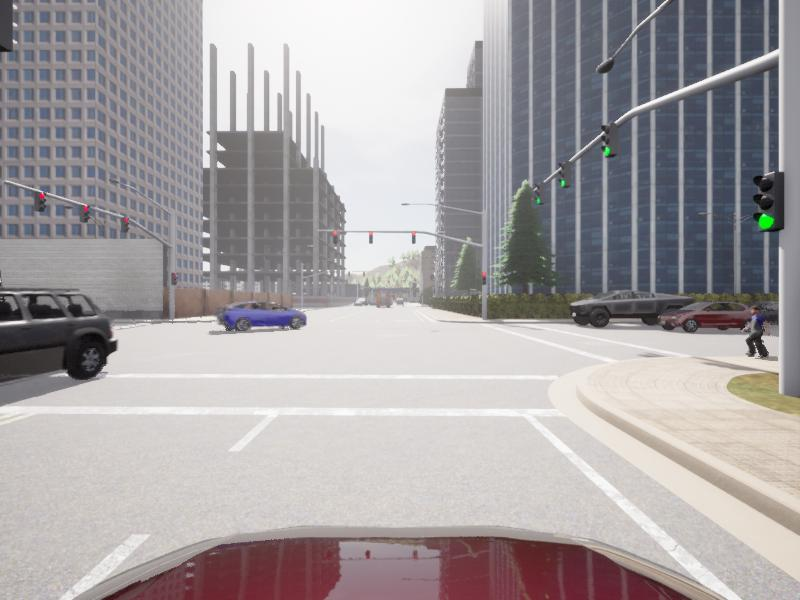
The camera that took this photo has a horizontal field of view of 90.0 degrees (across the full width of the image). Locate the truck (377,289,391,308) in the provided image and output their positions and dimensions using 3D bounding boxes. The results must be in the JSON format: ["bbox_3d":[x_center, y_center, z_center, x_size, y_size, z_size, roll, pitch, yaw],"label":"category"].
[{"bbox_3d":[-3.480,-0.330,88.693,2.891,3.827,8.468,0,0,0],"label":"truck"}]

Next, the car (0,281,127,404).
[{"bbox_3d":[-6.996,0.639,6.527,1.932,1.855,4.605,0,1,0],"label":"car"}]

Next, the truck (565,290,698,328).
[{"bbox_3d":[13.109,0.486,22.974,6.274,2.098,2.390,0,0,0],"label":"truck"}]

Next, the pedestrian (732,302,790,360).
[{"bbox_3d":[8.521,0.709,9.480,0.751,1.300,0.751,0,0,16],"label":"pedestrian"}]

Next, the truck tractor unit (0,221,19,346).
[{"bbox_3d":[-16.674,-0.556,12.528,6.516,4.208,3.053,0,0,-1],"label":"truck tractor unit"}]

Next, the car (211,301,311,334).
[{"bbox_3d":[-7.180,0.800,20.952,4.514,1.525,2.007,0,0,-43],"label":"car"}]

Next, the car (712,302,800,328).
[{"bbox_3d":[20.969,0.813,22.955,4.674,1.442,1.812,0,0,0],"label":"car"}]

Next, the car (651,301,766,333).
[{"bbox_3d":[14.897,0.798,19.469,4.193,1.474,1.816,0,0,0],"label":"car"}]

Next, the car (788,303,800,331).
[{"bbox_3d":[21.897,0.851,19.462,4.181,1.385,1.994,0,0,-1],"label":"car"}]
